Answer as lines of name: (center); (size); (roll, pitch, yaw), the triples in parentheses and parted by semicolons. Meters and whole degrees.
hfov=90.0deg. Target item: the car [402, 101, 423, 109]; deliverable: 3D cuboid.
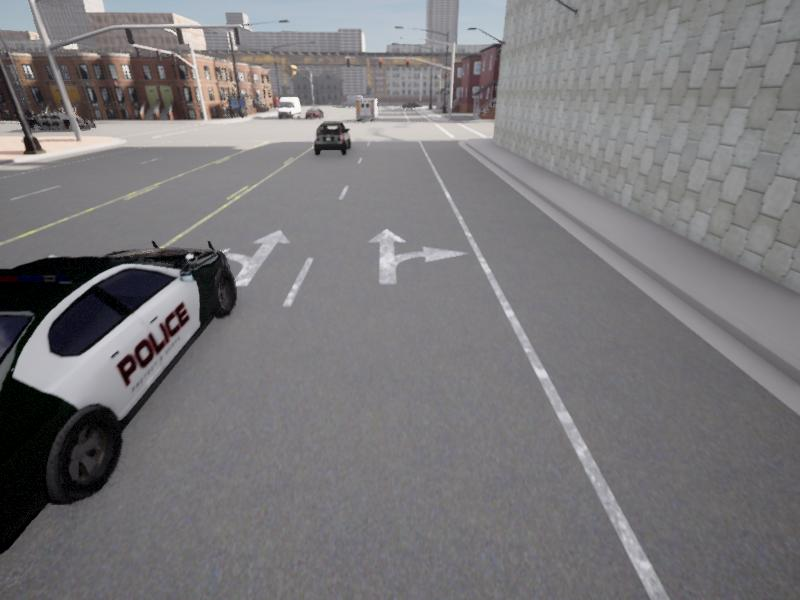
car: (2.659, -42.317, 86.888); (4.674, 1.442, 1.812); (-23, 35, -37)

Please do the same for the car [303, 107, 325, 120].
car: (-11.235, -24.621, 52.728); (1.994, 1.385, 4.181); (0, 27, 0)

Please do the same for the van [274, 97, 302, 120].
van: (-14.752, -25.520, 53.189); (1.988, 2.561, 5.915); (0, 27, -1)

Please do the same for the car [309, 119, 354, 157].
car: (-3.819, -9.369, 22.964); (1.851, 1.617, 3.988); (0, 27, -1)

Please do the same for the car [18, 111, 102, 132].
car: (-29.827, -15.738, 35.236); (5.238, 1.638, 1.930); (0, 27, -1)

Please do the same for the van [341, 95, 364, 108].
van: (-11.115, -45.949, 92.715); (1.988, 2.561, 5.915); (-23, 35, -39)

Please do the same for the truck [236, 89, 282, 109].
truck: (-30.605, -43.927, 87.392); (8.468, 3.827, 2.891); (0, 27, -1)

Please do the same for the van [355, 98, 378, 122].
van: (-4.076, -23.681, 49.759); (2.351, 2.431, 6.366); (0, 27, 0)

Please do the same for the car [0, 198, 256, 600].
car: (-3.535, 0.226, 4.491); (2.038, 1.542, 4.974); (0, 28, -1)
